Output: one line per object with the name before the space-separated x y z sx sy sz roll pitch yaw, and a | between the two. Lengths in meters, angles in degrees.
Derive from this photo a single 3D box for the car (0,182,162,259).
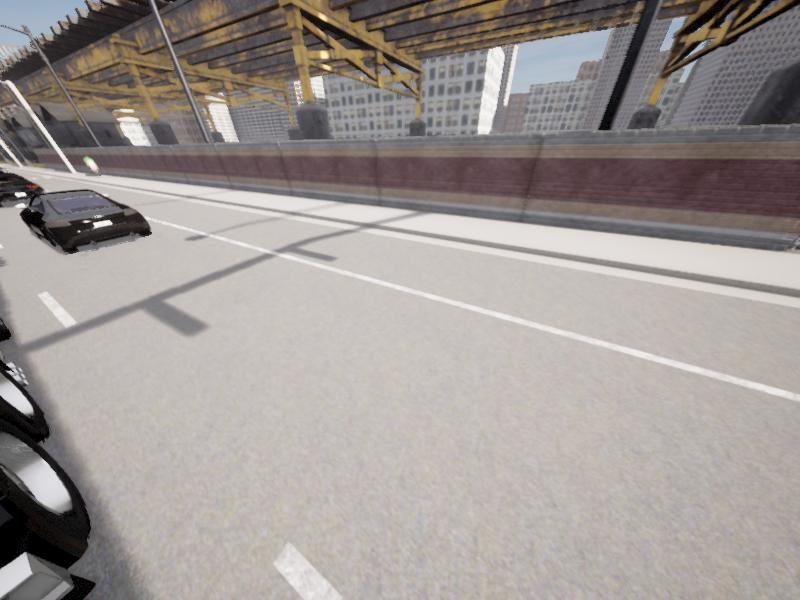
car | -10.057 -2.688 7.273 4.181 1.385 1.994 17 38 24

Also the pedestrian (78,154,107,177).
pedestrian | -29.129 -12.740 21.878 0.751 1.860 0.751 17 38 25

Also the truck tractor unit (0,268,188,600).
truck tractor unit | -5.096 -0.295 0.912 6.516 4.208 3.053 16 33 26

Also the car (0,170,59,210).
car | -21.098 -6.044 12.490 4.674 1.442 1.812 17 38 24

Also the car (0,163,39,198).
car | -26.627 -7.805 15.053 4.611 1.667 2.242 17 38 24

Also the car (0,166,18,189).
car | -32.550 -9.522 17.908 4.902 1.511 2.128 17 38 24
